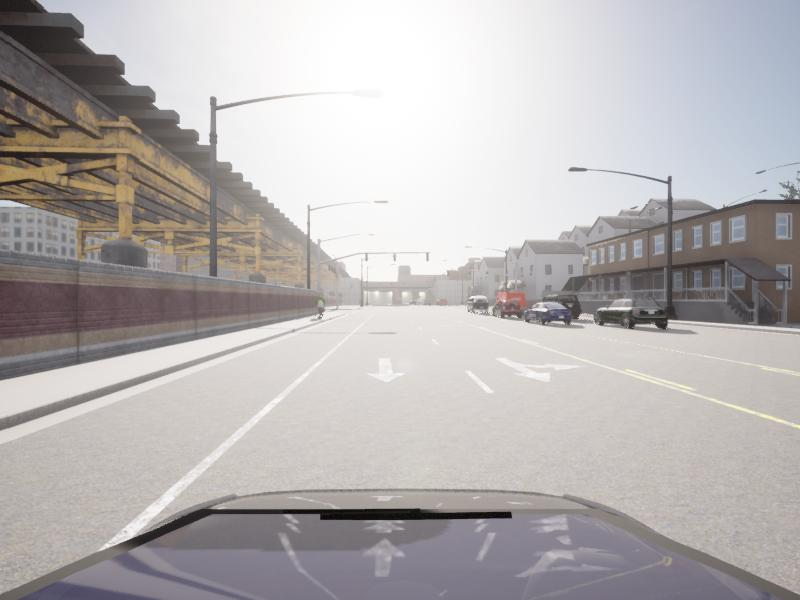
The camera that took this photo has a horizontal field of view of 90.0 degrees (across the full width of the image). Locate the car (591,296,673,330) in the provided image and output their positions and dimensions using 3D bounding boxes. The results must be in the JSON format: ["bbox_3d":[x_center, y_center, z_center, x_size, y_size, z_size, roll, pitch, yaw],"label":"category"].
[{"bbox_3d":[13.369,0.694,23.482,2.097,1.767,4.553,0,0,-1],"label":"car"}]

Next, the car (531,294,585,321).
[{"bbox_3d":[13.093,0.567,33.607,2.150,2.045,5.566,0,0,-1],"label":"car"}]

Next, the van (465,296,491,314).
[{"bbox_3d":[9.237,0.572,47.738,2.069,2.038,4.480,0,0,-1],"label":"van"}]

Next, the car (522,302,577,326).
[{"bbox_3d":[9.777,0.870,26.654,1.812,1.442,4.674,0,0,-1],"label":"car"}]

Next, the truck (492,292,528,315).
[{"bbox_3d":[12.730,0.360,46.676,2.627,2.467,5.204,0,0,-1],"label":"truck"}]

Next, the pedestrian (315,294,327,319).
[{"bbox_3d":[-6.032,0.485,30.673,0.751,1.860,0.751,0,0,2],"label":"pedestrian"}]

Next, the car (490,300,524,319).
[{"bbox_3d":[9.544,0.789,35.970,1.851,1.617,3.988,0,0,-2],"label":"car"}]
